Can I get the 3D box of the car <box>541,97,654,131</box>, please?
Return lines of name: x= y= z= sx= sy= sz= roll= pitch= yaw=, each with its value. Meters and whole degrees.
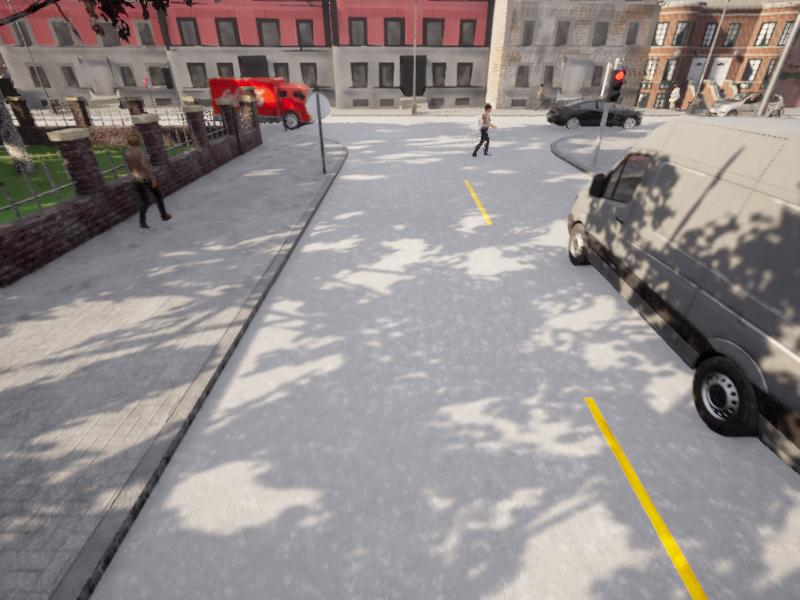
car: x=10.698 y=-10.271 z=22.027 sx=5.008 sy=1.535 sz=1.882 roll=0 pitch=30 yaw=0

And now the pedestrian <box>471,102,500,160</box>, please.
pedestrian: x=3.110 y=-6.191 z=14.686 sx=0.751 sy=1.860 sz=0.751 roll=0 pitch=30 yaw=0

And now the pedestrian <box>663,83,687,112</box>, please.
pedestrian: x=20.021 y=-14.769 z=29.140 sx=0.751 sy=1.860 sz=0.751 roll=6 pitch=31 yaw=10

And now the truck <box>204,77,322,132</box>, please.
truck: x=-7.214 y=-10.668 z=21.769 sx=5.204 sy=2.467 sz=2.627 roll=1 pitch=30 yaw=1

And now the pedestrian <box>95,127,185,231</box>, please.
pedestrian: x=-5.127 y=-2.410 z=8.021 sx=0.751 sy=1.860 sz=0.751 roll=1 pitch=30 yaw=2

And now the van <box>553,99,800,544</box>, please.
van: x=3.992 y=-0.745 z=4.757 sx=1.988 sy=2.561 sz=5.915 roll=1 pitch=30 yaw=1

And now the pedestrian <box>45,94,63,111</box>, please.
pedestrian: x=-25.524 y=-14.535 z=29.487 sx=0.500 sy=1.100 sz=0.500 roll=-5 pitch=31 yaw=-9

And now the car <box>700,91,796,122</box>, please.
car: x=21.999 y=-12.316 z=25.455 sx=3.988 sy=1.617 sz=1.851 roll=0 pitch=30 yaw=0

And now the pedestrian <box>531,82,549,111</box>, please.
pedestrian: x=10.380 y=-15.085 z=29.678 sx=0.751 sy=1.860 sz=0.751 roll=-2 pitch=30 yaw=-4
